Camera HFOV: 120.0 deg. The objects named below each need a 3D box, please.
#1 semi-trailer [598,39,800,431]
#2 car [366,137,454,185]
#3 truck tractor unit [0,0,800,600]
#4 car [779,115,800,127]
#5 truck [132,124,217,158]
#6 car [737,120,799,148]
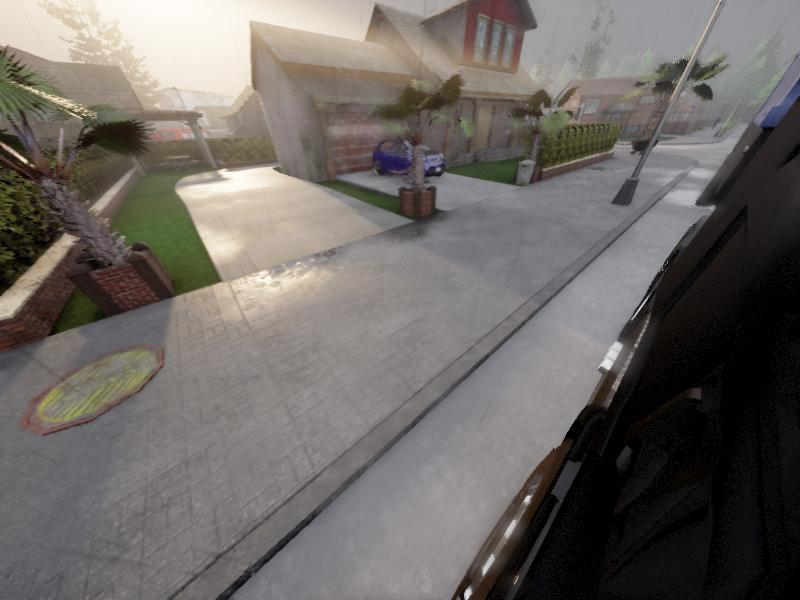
[{"bbox_3d":[8.699,-3.583,4.258,14.254,4.402,2.717,-28,43,-30],"label":"semi-trailer"},{"bbox_3d":[0.342,-6.445,10.519,1.845,1.501,3.633,-30,45,-32],"label":"car"},{"bbox_3d":[2.645,-0.295,0.351,6.516,4.208,3.053,-28,44,-30],"label":"truck tractor unit"},{"bbox_3d":[73.854,-33.713,43.473,5.008,1.535,1.882,-28,43,-30],"label":"car"},{"bbox_3d":[-34.922,-25.044,36.268,8.468,3.827,2.891,-28,43,-30],"label":"truck"},{"bbox_3d":[29.633,-13.498,18.730,5.238,1.638,1.930,-28,43,-30],"label":"car"}]
